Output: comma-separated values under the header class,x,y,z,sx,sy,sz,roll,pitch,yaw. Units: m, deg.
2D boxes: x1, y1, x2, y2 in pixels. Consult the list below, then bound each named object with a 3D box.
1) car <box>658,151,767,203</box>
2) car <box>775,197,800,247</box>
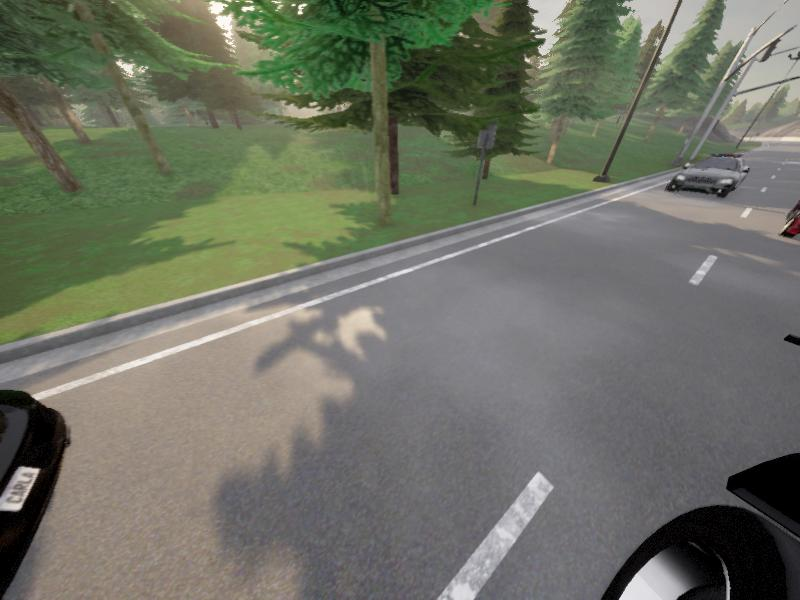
class,x,y,z,sx,sy,sz,roll,pitch,yaw
car,14.757,-5.964,10.902,4.974,1.542,2.038,-23,41,-28
car,11.968,-2.294,5.868,4.181,1.385,1.994,-22,41,-28
